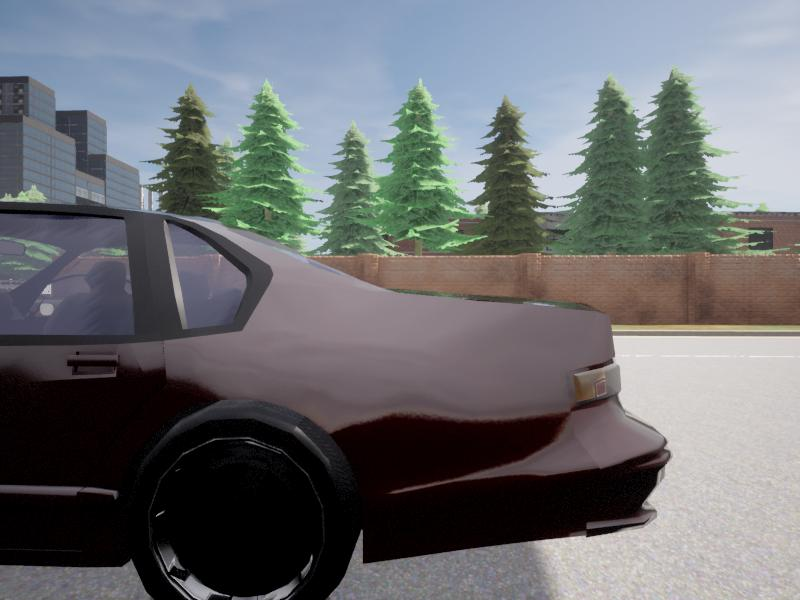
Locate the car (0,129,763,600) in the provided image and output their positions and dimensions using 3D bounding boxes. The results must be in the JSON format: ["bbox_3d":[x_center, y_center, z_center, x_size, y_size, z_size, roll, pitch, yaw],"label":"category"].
[{"bbox_3d":[-1.761,0.294,2.089,5.357,1.411,2.033,0,0,2],"label":"car"}]

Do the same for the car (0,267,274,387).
[{"bbox_3d":[-4.212,0.307,5.691,4.181,1.385,1.994,0,0,2],"label":"car"}]

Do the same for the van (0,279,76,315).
[{"bbox_3d":[-28.500,-0.222,30.499,2.351,2.431,6.366,0,0,2],"label":"van"}]

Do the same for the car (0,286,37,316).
[{"bbox_3d":[-25.221,0.054,24.356,1.932,1.855,4.605,0,0,2],"label":"car"}]
